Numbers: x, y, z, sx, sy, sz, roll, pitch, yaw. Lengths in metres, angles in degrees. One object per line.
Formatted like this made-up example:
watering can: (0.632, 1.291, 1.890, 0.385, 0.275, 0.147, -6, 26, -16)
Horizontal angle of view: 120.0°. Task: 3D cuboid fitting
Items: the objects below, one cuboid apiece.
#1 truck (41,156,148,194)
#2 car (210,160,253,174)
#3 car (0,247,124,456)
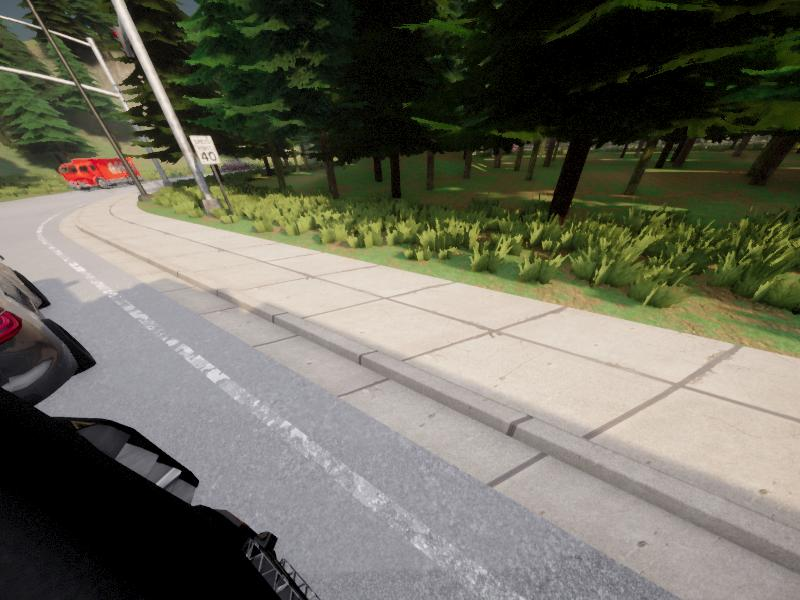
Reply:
truck: (-28.061, -11.890, 21.734, 2.627, 2.467, 5.204, -4, 34, -1)
car: (-24.937, -19.840, 34.391, 1.812, 1.442, 4.674, 13, 37, 23)
car: (-5.787, 0.288, 2.438, 4.611, 1.667, 2.242, 16, 38, 26)
